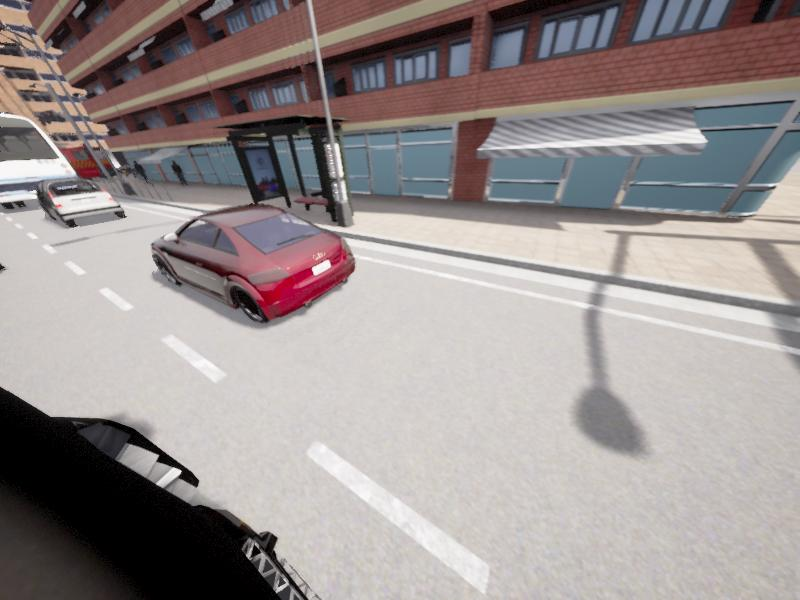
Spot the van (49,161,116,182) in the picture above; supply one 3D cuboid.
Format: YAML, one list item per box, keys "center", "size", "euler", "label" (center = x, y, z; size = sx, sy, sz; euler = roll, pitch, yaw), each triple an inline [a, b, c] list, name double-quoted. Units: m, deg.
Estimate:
- center: [-40.845, -16.720, 29.887]
  size: [1.775, 1.987, 4.442]
  euler: [16, 38, 26]
  label: "van"

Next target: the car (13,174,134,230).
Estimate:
- center: [-13.775, -4.275, 9.777]
  size: [3.988, 1.617, 1.851]
  euler: [16, 38, 26]
  label: "car"

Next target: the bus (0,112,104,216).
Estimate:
- center: [-23.866, -8.209, 13.974]
  size: [10.273, 4.253, 3.944]
  euler: [16, 38, 26]
  label: "bus"

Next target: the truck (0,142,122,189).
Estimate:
- center: [-37.903, -15.378, 26.026]
  size: [2.891, 3.827, 8.468]
  euler: [-6, 34, -5]
  label: "truck"

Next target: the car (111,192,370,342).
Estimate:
- center: [-2.932, -1.026, 4.392]
  size: [4.181, 1.385, 1.994]
  euler: [16, 38, 26]
  label: "car"

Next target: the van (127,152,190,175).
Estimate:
- center: [-36.682, -20.953, 35.425]
  size: [1.988, 2.561, 5.915]
  euler: [16, 38, 26]
  label: "van"

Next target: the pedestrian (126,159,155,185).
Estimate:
- center: [-22.346, -11.045, 19.934]
  size: [0.751, 1.860, 0.751]
  euler: [12, 36, 20]
  label: "pedestrian"

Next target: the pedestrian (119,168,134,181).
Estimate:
- center: [-28.493, -13.063, 24.054]
  size: [0.500, 1.100, 0.500]
  euler: [18, 39, 27]
  label: "pedestrian"

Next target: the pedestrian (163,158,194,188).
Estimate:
- center: [-16.143, -9.301, 16.901]
  size: [0.751, 1.860, 0.751]
  euler: [17, 38, 26]
  label: "pedestrian"

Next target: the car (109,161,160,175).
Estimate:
- center: [-43.337, -21.728, 37.864]
  size: [2.033, 1.649, 4.856]
  euler: [16, 38, 26]
  label: "car"

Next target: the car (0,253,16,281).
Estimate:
- center: [-11.547, -1.386, 5.277]
  size: [5.238, 1.638, 1.930]
  euler: [16, 38, 26]
  label: "car"
